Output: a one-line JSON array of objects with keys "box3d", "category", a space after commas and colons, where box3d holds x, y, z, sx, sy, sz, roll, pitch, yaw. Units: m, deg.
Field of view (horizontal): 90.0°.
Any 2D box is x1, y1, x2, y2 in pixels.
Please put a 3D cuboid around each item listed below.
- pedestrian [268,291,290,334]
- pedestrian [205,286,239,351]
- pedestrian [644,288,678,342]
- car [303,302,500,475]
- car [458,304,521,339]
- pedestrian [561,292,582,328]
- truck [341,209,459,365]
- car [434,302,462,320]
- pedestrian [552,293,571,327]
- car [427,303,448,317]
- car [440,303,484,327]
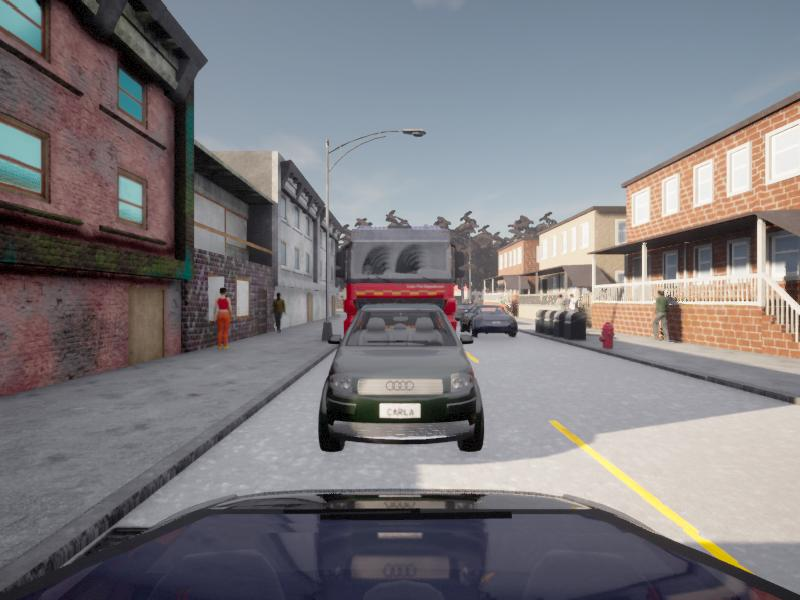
[{"box3d": [-5.255, 0.533, 17.384, 0.751, 1.860, 0.751, 0, 0, -4], "category": "pedestrian"}, {"box3d": [-5.255, 0.533, 11.865, 0.751, 1.860, 0.751, 0, 0, -8], "category": "pedestrian"}, {"box3d": [9.234, 0.533, 14.178, 0.751, 1.860, 0.751, 0, 0, 1], "category": "pedestrian"}, {"box3d": [0.007, 0.815, 5.489, 1.789, 1.549, 3.705, 0, 0, 0], "category": "car"}, {"box3d": [3.987, 0.907, 18.568, 1.994, 1.385, 4.181, 0, 0, 0], "category": "car"}, {"box3d": [9.083, 0.533, 21.212, 0.751, 1.860, 0.751, 0, 0, -5], "category": "pedestrian"}, {"box3d": [-0.010, -0.321, 14.022, 2.891, 3.827, 8.468, 0, 0, 0], "category": "truck"}, {"box3d": [3.915, 0.870, 33.546, 1.812, 1.442, 4.674, 0, 0, 0], "category": "car"}, {"box3d": [8.853, 0.533, 21.996, 0.751, 1.860, 0.751, 0, 0, -1], "category": "pedestrian"}, {"box3d": [3.709, 0.944, 40.026, 1.895, 1.301, 4.718, 0, 0, 3], "category": "car"}, {"box3d": [3.970, 0.895, 26.452, 2.033, 1.411, 5.357, 0, 0, 0], "category": "car"}]
